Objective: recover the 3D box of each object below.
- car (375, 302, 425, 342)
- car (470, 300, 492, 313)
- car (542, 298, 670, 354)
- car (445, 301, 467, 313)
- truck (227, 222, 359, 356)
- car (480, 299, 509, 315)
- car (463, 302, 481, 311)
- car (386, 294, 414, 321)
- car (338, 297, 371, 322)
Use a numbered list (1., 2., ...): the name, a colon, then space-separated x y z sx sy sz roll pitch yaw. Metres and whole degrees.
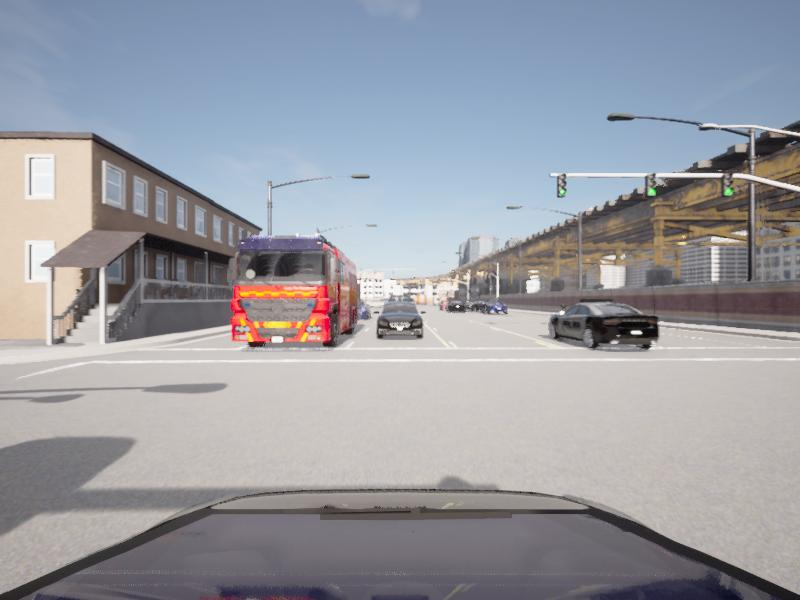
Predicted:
1. car: 0.000 0.844 17.417 1.837 1.490 4.892 0 0 0
2. car: 10.499 0.823 52.054 1.882 1.535 5.008 0 0 0
3. car: 7.002 0.769 14.422 1.930 1.638 5.238 0 0 0
4. car: 6.999 0.850 50.781 2.163 1.488 4.792 0 0 0
5. truck: -3.504 -0.323 15.682 2.891 3.827 8.468 0 0 0
6. car: 10.499 0.779 44.879 2.152 1.651 5.027 0 0 0
7. car: 10.499 0.944 58.787 1.895 1.301 4.718 0 0 0
8. car: -0.001 0.563 33.059 2.150 2.045 5.566 0 1 0
9. car: -3.500 0.693 31.519 2.097 1.767 4.553 0 0 0
